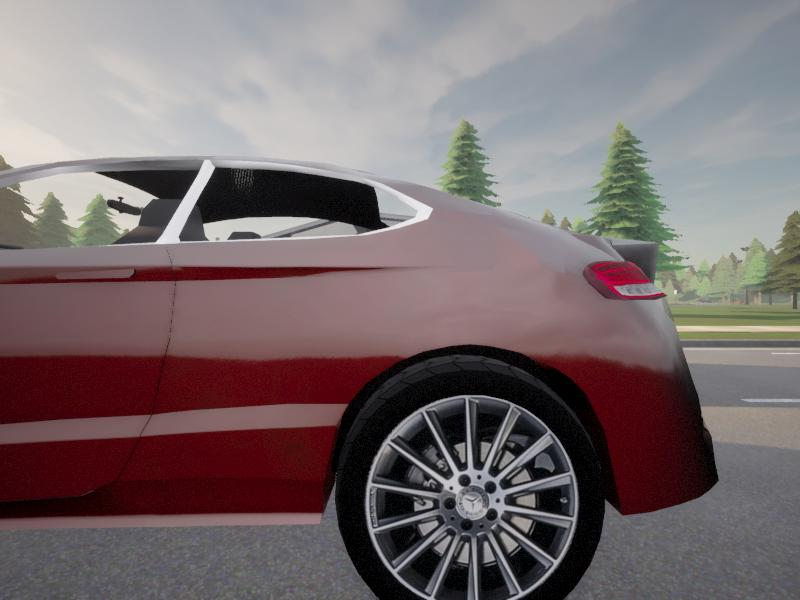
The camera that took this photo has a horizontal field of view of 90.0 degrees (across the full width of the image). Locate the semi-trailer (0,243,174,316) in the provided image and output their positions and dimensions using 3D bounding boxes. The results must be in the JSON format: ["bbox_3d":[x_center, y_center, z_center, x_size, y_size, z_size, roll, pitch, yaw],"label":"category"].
[{"bbox_3d":[-23.241,-1.239,31.421,2.717,4.402,14.254,0,0,1],"label":"semi-trailer"}]

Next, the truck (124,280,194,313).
[{"bbox_3d":[-19.725,-0.264,33.106,2.627,2.467,5.204,0,0,1],"label":"truck"}]

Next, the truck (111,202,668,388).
[{"bbox_3d":[-0.117,-0.058,5.701,6.274,2.098,2.390,0,0,0],"label":"truck"}]

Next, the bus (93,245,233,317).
[{"bbox_3d":[-16.157,-1.149,28.808,3.944,4.253,10.273,0,0,1],"label":"bus"}]

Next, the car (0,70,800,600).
[{"bbox_3d":[-1.307,0.179,2.200,5.027,1.651,2.152,0,0,0],"label":"car"}]

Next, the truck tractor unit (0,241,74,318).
[{"bbox_3d":[-23.346,-1.137,23.505,3.053,4.208,6.516,0,0,1],"label":"truck tractor unit"}]

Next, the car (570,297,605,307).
[{"bbox_3d":[31.997,0.338,68.510,5.027,1.651,2.152,0,0,-4],"label":"car"}]
